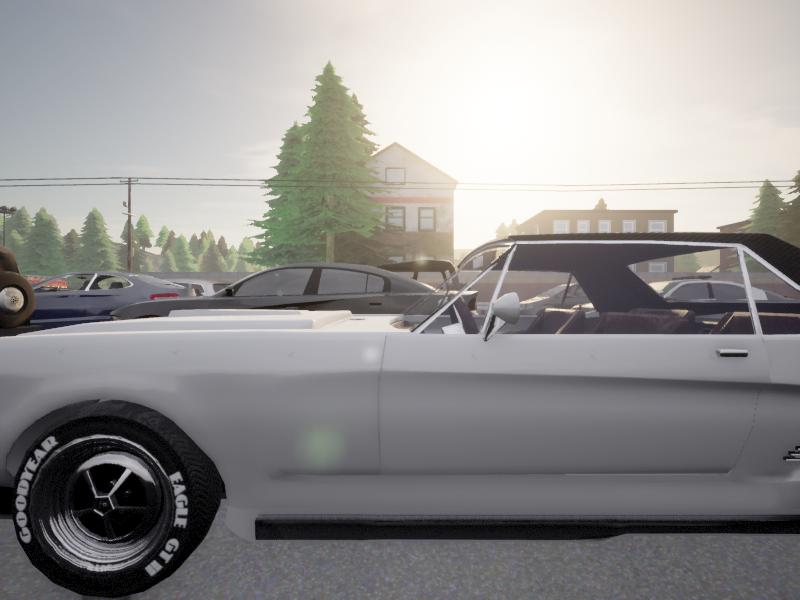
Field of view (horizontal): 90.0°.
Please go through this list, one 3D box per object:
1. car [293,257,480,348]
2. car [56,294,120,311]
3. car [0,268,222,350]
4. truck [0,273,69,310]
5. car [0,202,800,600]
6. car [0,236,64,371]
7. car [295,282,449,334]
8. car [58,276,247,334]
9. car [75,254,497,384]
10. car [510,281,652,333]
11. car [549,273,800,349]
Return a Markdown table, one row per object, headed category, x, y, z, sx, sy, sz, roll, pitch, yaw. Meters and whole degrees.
| category | x | y | z | sx | sy | sz | roll | pitch | yaw |
| --- | --- | --- | --- | --- | --- | --- | --- | --- | --- |
| car | -0.280 | 0.046 | 9.200 | 3.866 | 1.878 | 1.905 | 0 | 0 | 0 |
| car | -28.734 | 0.251 | 37.095 | 2.163 | 1.488 | 4.792 | 0 | 0 | 0 |
| car | -7.069 | 0.181 | 9.172 | 5.027 | 1.651 | 2.152 | 0 | 0 | 0 |
| truck | -42.728 | -0.922 | 45.665 | 2.891 | 3.827 | 8.468 | 0 | 0 | 0 |
| car | 0.559 | 0.344 | 2.203 | 4.718 | 1.301 | 1.895 | 0 | 0 | 0 |
| car | -7.490 | 0.046 | 5.660 | 3.866 | 1.878 | 1.905 | 0 | 0 | 0 |
| car | -0.816 | 0.228 | 12.696 | 4.514 | 1.525 | 2.007 | 0 | 0 | 0 |
| car | -7.559 | 0.156 | 12.661 | 4.611 | 1.667 | 2.242 | 0 | 0 | -1 |
| car | -1.348 | 0.223 | 5.694 | 5.008 | 1.535 | 1.882 | 0 | 0 | 0 |
| car | 5.601 | 0.215 | 12.732 | 3.705 | 1.549 | 1.789 | 0 | 0 | 0 |
| car | 6.297 | 0.226 | 9.236 | 4.974 | 1.542 | 2.038 | 0 | 0 | 0 |
